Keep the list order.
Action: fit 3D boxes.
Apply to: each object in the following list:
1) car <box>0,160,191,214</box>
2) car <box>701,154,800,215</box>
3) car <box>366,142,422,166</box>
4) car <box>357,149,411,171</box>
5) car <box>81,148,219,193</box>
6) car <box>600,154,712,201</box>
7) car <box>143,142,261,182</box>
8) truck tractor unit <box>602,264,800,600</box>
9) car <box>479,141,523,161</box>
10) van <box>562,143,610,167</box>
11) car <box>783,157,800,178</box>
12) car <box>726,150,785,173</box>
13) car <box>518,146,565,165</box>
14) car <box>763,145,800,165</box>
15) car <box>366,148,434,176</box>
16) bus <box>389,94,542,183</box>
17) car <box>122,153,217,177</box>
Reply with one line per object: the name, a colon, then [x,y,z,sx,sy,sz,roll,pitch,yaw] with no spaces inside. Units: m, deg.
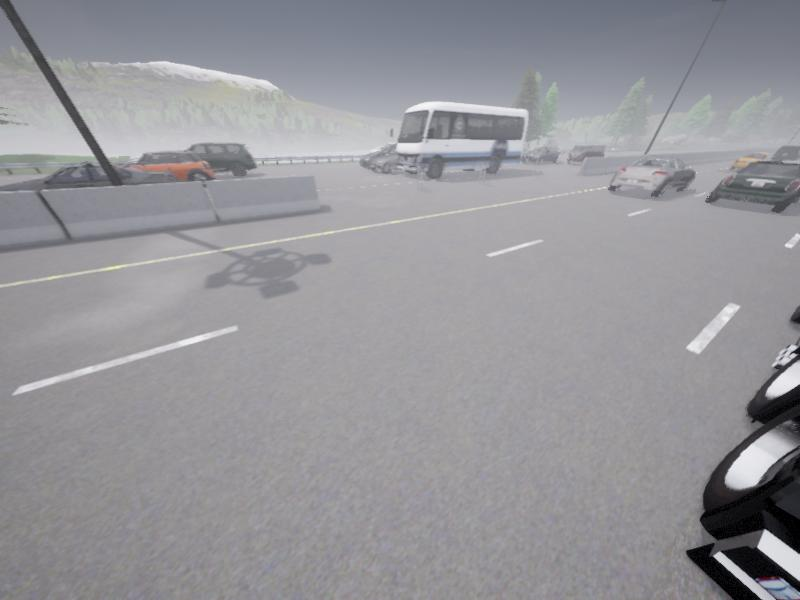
car: [-12.641,-4.903,9.721,5.357,1.411,2.033,-18,39,-24]
car: [15.755,-5.083,9.865,4.553,1.767,2.097,-18,39,-24]
car: [-0.582,-16.022,25.229,5.566,2.045,2.150,-18,39,-25]
car: [-1.475,-13.210,21.633,4.514,1.525,2.007,-18,39,-24]
car: [-13.092,-7.229,12.706,4.553,1.767,2.097,-18,39,-24]
car: [13.374,-6.546,12.097,5.027,1.651,2.152,-18,39,-24]
car: [-13.112,-9.632,15.942,5.566,2.045,2.150,-18,39,-24]
truck tractor unit: [5.111,-0.301,0.783,6.516,4.208,3.053,-18,39,-24]
car: [14.106,-20.814,32.219,5.566,2.045,2.150,-19,39,-24]
van: [20.241,-15.858,25.211,4.442,1.987,1.775,-18,39,-24]
car: [32.128,-10.285,17.752,3.806,1.475,1.970,-18,39,-24]
car: [33.072,-12.944,21.491,5.366,1.575,1.801,-18,39,-24]
car: [16.402,-16.784,26.794,4.611,1.667,2.242,-18,39,-24]
car: [46.384,-17.416,27.754,3.866,1.878,1.905,-18,39,-24]
car: [0.034,-11.432,19.007,5.027,1.651,2.152,-18,39,-24]
bus: [4.711,-11.643,17.052,10.273,4.253,3.944,-18,39,-25]
car: [-17.118,-10.329,17.566,4.718,1.301,1.895,-18,39,-24]
